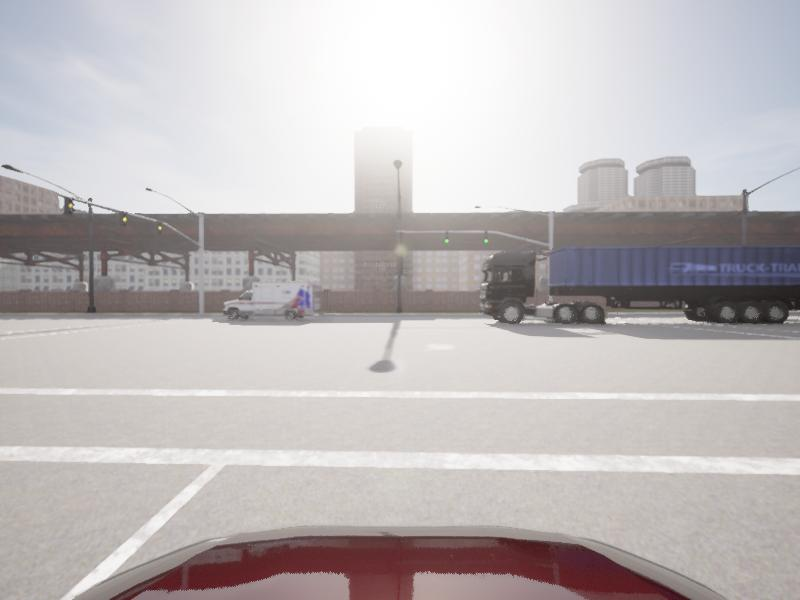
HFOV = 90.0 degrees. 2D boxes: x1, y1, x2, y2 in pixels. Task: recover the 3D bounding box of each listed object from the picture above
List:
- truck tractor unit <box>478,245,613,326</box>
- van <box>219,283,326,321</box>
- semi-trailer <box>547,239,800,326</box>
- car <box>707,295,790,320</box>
[{"bbox_3d":[7.898,-0.777,22.491,6.516,4.208,3.053,0,0,2],"label":"truck tractor unit"},{"bbox_3d":[-8.327,0.129,26.615,6.366,2.431,2.351,0,1,2],"label":"van"},{"bbox_3d":[15.802,-0.917,22.167,14.254,4.402,2.717,0,1,2],"label":"semi-trailer"},{"bbox_3d":[22.100,0.439,25.478,3.633,1.501,1.845,-1,1,2],"label":"car"}]
